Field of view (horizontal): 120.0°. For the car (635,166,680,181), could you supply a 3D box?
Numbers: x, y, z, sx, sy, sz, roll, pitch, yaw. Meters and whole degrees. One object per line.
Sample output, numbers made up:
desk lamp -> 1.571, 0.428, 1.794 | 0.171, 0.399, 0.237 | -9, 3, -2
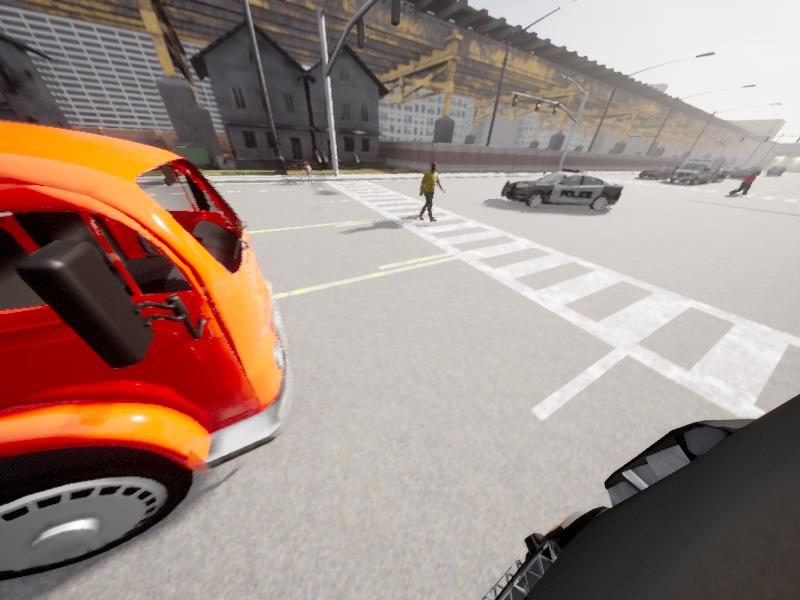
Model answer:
car -> 32.181, -15.890, 28.892 | 5.357, 1.411, 2.033 | -16, 38, -25

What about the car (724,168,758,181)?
car -> 52.597, -19.424, 35.634 | 4.892, 1.490, 1.837 | -16, 38, -25

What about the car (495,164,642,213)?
car -> 7.728, -5.406, 11.121 | 5.238, 1.638, 1.930 | 2, 34, -1

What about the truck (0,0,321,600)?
truck -> -3.468, 0.349, 0.918 | 5.204, 2.467, 2.627 | -16, 38, -25

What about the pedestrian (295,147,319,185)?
pedestrian -> -5.408, -7.806, 13.485 | 0.751, 1.860, 0.751 | -21, 41, -32

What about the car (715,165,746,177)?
car -> 63.061, -24.666, 44.117 | 4.611, 1.667, 2.242 | -16, 38, -26

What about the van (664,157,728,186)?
van -> 32.624, -14.203, 25.468 | 6.366, 2.431, 2.351 | -16, 38, -26

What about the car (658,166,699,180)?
car -> 38.742, -17.731, 32.146 | 5.357, 1.411, 2.033 | -16, 38, -26

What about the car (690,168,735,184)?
car -> 39.508, -15.710, 29.176 | 5.357, 1.411, 2.033 | -16, 38, -25

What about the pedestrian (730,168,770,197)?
pedestrian -> 26.607, -8.941, 17.599 | 0.751, 1.860, 0.751 | -11, 36, -20

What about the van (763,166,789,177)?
van -> 79.326, -27.123, 48.741 | 4.442, 1.987, 1.775 | -16, 38, -26

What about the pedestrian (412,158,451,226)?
pedestrian -> 0.966, -3.481, 7.488 | 0.751, 1.860, 0.751 | -19, 39, -29
